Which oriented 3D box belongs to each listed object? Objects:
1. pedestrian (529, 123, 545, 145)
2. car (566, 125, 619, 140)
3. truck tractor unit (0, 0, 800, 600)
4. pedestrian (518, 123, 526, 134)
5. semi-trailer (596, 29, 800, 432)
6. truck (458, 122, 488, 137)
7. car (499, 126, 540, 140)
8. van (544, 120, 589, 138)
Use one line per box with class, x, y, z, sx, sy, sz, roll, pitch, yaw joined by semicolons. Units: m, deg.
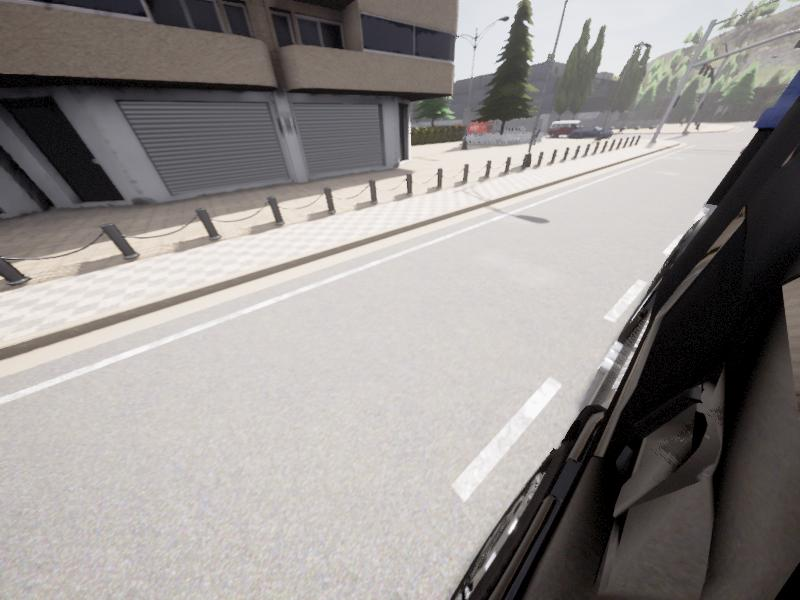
pedestrian;14.081;-17.122;23.850;0.751;1.860;0.751;29;47;35
car;24.632;-21.518;29.724;1.812;1.442;4.674;-25;42;-27
truck tractor unit;2.645;-0.295;0.351;6.516;4.208;3.053;-28;44;-30
pedestrian;26.351;-37.160;49.939;0.751;1.860;0.751;-16;39;-17
semi-trailer;8.783;-3.543;4.148;14.254;4.402;2.717;-27;43;-29
truck;15.355;-35.875;48.697;2.627;2.467;5.204;-26;42;-28
car;18.605;-26.191;36.222;2.152;1.651;5.027;-26;43;-28
van;24.574;-25.294;34.289;2.069;2.038;4.480;-26;43;-28
